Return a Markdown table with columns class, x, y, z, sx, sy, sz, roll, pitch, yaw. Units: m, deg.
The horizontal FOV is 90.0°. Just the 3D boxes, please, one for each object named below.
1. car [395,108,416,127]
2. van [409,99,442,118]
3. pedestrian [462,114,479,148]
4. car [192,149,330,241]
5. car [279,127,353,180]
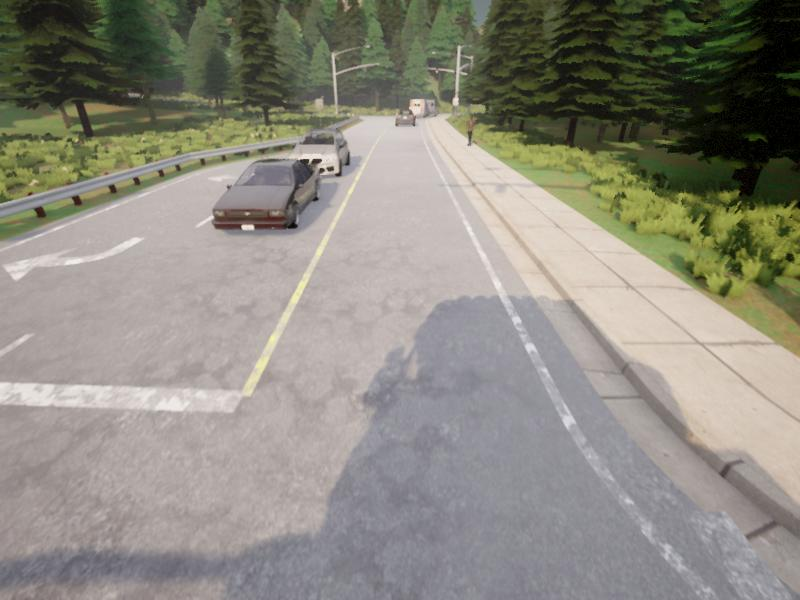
| class | x | y | z | sx | sy | sz | roll | pitch | yaw |
| --- | --- | --- | --- | --- | --- | --- | --- | --- | --- |
| car | 0.635 | -20.260 | 44.374 | 2.242 | 1.667 | 4.611 | 1 | 27 | 2 |
| van | 3.933 | -29.240 | 61.072 | 2.351 | 2.431 | 6.366 | 14 | 30 | 25 |
| pedestrian | 4.241 | -10.213 | 24.146 | 0.751 | 1.860 | 0.751 | 1 | 27 | 3 |
| car | -3.500 | -3.223 | 11.405 | 2.033 | 1.411 | 5.357 | 0 | 27 | 0 |
| car | -3.485 | -6.585 | 17.670 | 2.242 | 1.667 | 4.611 | 0 | 27 | 0 |
